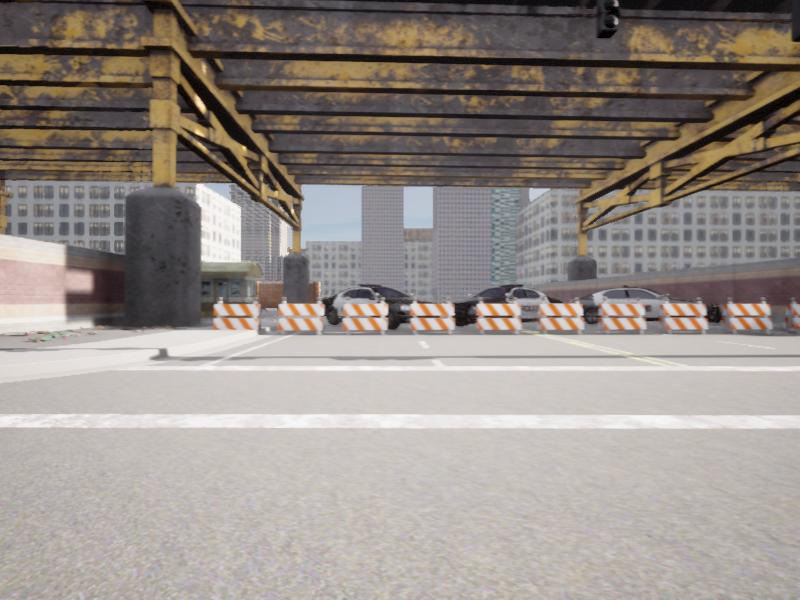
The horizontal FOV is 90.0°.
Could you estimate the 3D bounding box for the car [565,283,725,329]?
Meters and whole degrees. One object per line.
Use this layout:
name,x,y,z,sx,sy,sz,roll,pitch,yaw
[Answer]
car,9.164,0.201,15.439,4.974,1.542,2.038,0,0,29

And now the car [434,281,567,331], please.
car,3.797,0.198,14.647,4.974,1.542,2.038,0,0,-36

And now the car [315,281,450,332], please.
car,-0.811,0.196,14.633,4.974,1.542,2.038,0,0,44

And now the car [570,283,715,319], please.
car,9.118,0.044,15.464,4.536,1.218,1.853,0,0,29

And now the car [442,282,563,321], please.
car,3.839,0.041,14.678,4.536,1.218,1.853,0,0,-36

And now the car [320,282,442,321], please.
car,-0.849,0.038,14.669,4.536,1.218,1.853,0,0,44
